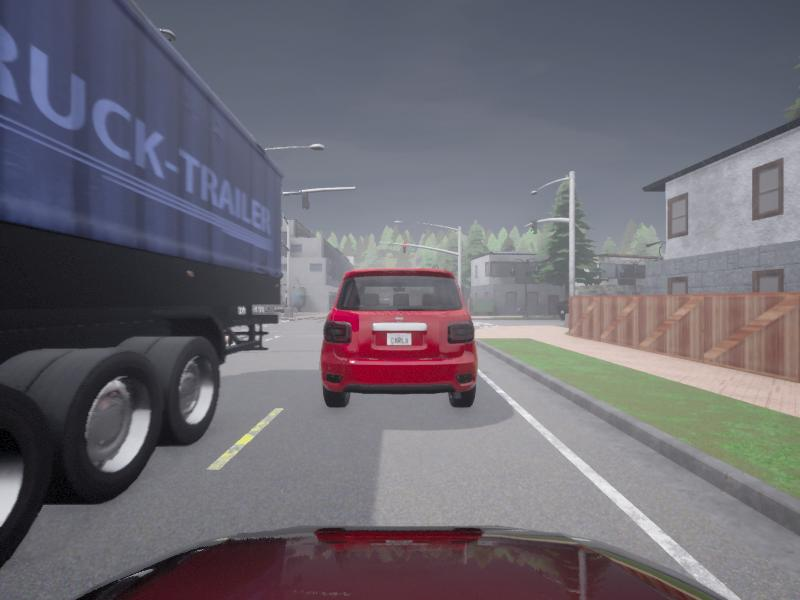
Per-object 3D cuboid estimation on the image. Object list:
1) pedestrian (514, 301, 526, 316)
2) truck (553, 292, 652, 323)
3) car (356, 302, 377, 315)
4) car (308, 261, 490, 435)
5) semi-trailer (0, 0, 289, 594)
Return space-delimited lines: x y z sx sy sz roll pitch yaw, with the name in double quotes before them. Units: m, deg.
"pedestrian" 10.888 0.746 36.366 0.751 1.300 0.751 0 0 -20
"truck" 14.789 0.523 29.358 6.274 2.098 2.390 0 0 -9
"car" -3.565 0.907 43.454 1.994 1.385 4.181 0 0 0
"car" -0.013 0.568 7.496 2.150 2.045 5.566 0 0 0
"semi-trailer" -3.505 -0.621 0.648 2.717 4.402 14.254 0 0 0
